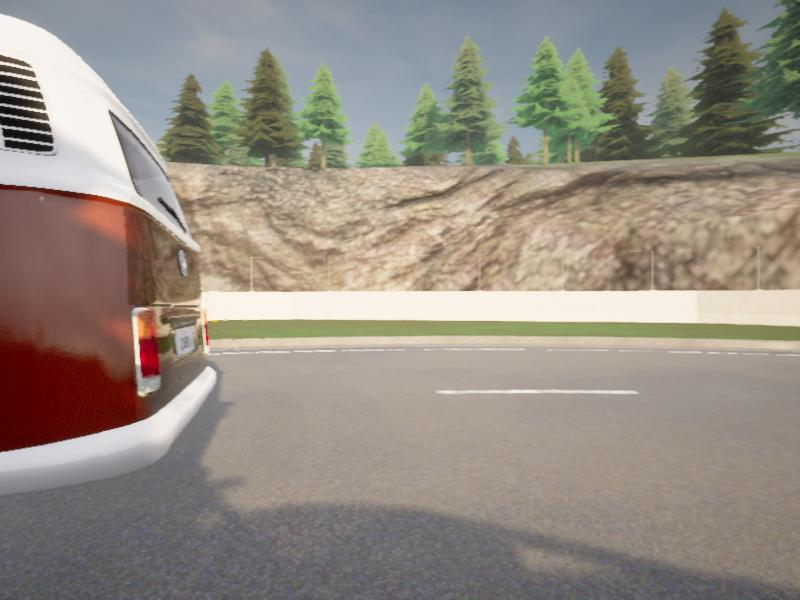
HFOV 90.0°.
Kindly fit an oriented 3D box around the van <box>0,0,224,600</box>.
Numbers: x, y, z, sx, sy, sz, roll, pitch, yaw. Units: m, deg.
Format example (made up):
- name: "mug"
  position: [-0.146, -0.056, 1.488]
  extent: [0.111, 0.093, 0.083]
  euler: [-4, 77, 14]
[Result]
- name: "van"
  position: [-3.193, -0.039, 1.462]
  extent: [4.480, 2.038, 2.069]
  euler: [0, -1, -18]
